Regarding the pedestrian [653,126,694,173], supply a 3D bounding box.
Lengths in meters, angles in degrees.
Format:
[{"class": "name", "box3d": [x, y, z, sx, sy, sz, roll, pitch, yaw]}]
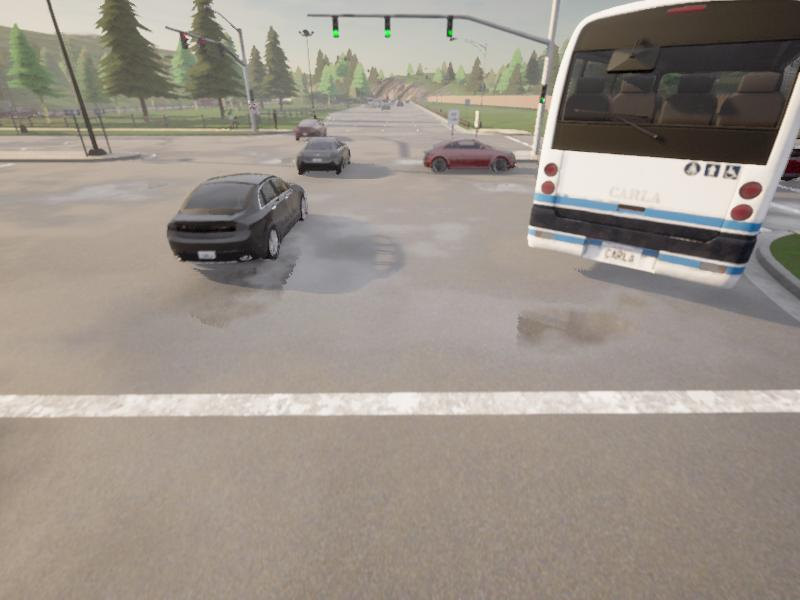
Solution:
[{"class": "pedestrian", "box3d": [11.903, -6.575, 17.471, 0.751, 1.860, 0.751, -3, 27, -6]}]

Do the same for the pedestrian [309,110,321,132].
[{"class": "pedestrian", "box3d": [-8.136, -17.154, 38.284, 0.751, 1.860, 0.751, 2, 27, 3]}]

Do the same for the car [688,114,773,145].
[{"class": "car", "box3d": [23.104, -12.011, 28.130, 3.866, 1.878, 1.905, 0, 27, 1]}]

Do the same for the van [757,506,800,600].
[{"class": "van", "box3d": [3.554, 2.061, 0.404, 2.069, 2.038, 4.480, 0, 27, 1]}]

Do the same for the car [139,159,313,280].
[{"class": "car", "box3d": [-3.494, -2.146, 9.276, 1.837, 1.490, 4.892, 0, 27, 0]}]

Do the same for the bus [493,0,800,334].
[{"class": "bus", "box3d": [6.566, -3.824, 9.513, 3.944, 4.253, 10.273, 20, 33, 33]}]

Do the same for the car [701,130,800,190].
[{"class": "car", "box3d": [14.066, -5.241, 14.865, 3.866, 1.878, 1.905, 0, 27, 1]}]

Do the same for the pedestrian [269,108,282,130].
[{"class": "pedestrian", "box3d": [-11.819, -17.135, 37.918, 0.751, 1.860, 0.751, 2, 27, 3]}]

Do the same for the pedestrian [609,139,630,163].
[{"class": "pedestrian", "box3d": [10.969, -7.454, 19.996, 0.500, 1.100, 0.500, -6, 28, -12]}]

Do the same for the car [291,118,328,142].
[{"class": "car", "box3d": [-6.986, -13.365, 31.355, 1.812, 1.442, 4.674, 0, 27, 0]}]

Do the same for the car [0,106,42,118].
[{"class": "car", "box3d": [-61.140, -30.360, 64.617, 2.033, 1.649, 4.856, 0, 27, 0]}]

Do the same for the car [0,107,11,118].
[{"class": "car", "box3d": [-64.648, -29.629, 63.320, 1.851, 1.617, 3.988, 0, 27, 0]}]

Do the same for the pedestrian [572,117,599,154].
[{"class": "pedestrian", "box3d": [10.146, -9.006, 21.911, 0.751, 1.860, 0.751, -1, 27, -3]}]

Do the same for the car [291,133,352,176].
[{"class": "car", "box3d": [-3.487, -6.843, 18.629, 1.994, 1.385, 4.181, 0, 27, 0]}]

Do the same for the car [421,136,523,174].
[{"class": "car", "box3d": [3.118, -6.634, 18.202, 4.181, 1.385, 1.994, 0, 27, 0]}]

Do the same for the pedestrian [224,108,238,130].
[{"class": "pedestrian", "box3d": [-16.133, -17.285, 38.222, 0.751, 1.860, 0.751, 2, 27, 4]}]
